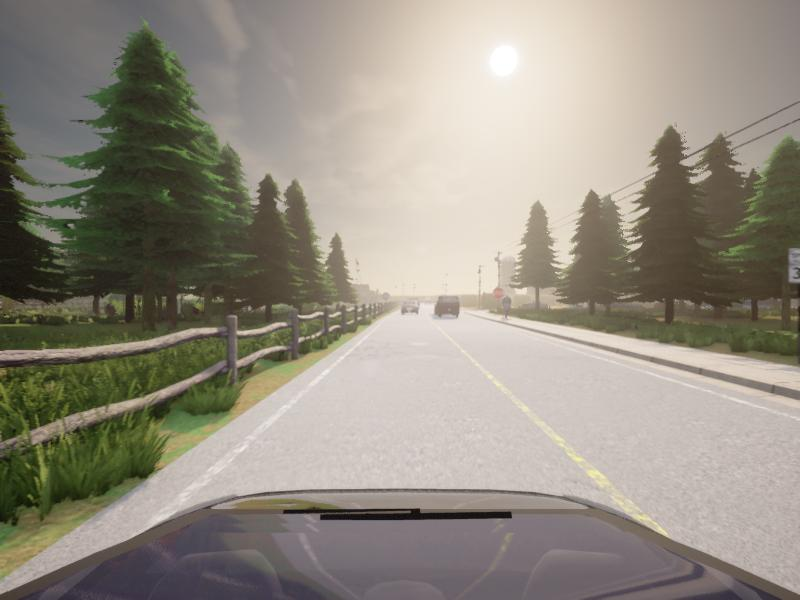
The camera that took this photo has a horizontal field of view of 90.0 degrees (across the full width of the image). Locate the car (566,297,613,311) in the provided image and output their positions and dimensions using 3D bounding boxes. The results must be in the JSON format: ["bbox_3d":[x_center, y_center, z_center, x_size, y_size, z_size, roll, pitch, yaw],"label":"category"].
[{"bbox_3d":[26.970,0.549,57.049,5.566,2.045,2.150,0,0,0],"label":"car"}]

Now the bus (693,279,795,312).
[{"bbox_3d":[45.947,-0.550,53.660,10.273,4.253,3.944,0,0,0],"label":"bus"}]

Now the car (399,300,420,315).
[{"bbox_3d":[1.074,0.793,42.615,2.128,1.511,4.902,0,0,3],"label":"car"}]

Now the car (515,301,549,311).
[{"bbox_3d":[18.753,0.889,57.057,4.181,1.385,1.994,0,0,-1],"label":"car"}]

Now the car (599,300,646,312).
[{"bbox_3d":[29.712,0.764,53.567,5.027,1.651,2.152,0,0,0],"label":"car"}]

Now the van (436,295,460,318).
[{"bbox_3d":[4.318,0.561,36.327,1.775,1.987,4.442,0,0,2],"label":"van"}]

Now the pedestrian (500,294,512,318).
[{"bbox_3d":[8.136,0.453,30.560,0.751,1.860,0.751,0,0,26],"label":"pedestrian"}]

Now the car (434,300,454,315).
[{"bbox_3d":[4.614,0.802,42.546,1.837,1.490,4.892,0,0,4],"label":"car"}]
